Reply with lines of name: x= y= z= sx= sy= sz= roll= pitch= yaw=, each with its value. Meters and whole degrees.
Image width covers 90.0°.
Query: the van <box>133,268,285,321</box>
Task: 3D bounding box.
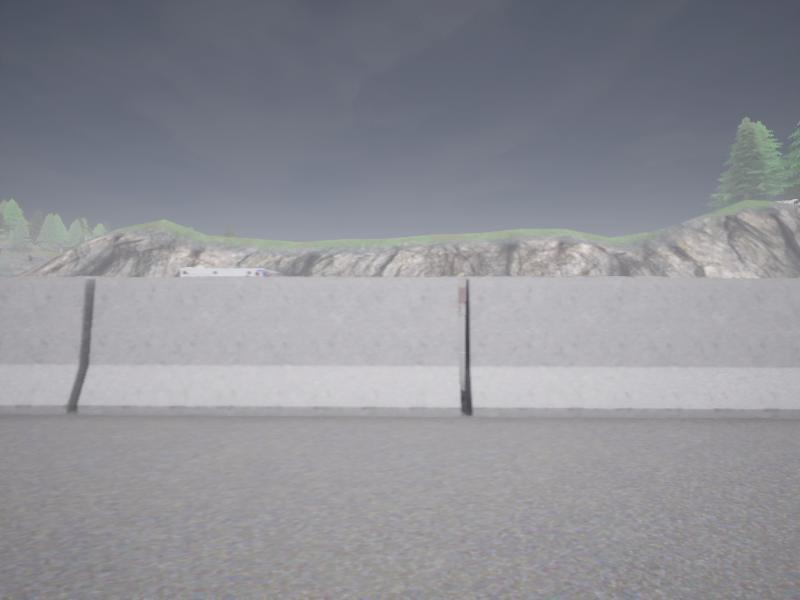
van: x=-9.190 y=-0.246 z=19.700 sx=6.366 sy=2.431 sz=2.351 roll=0 pitch=0 yaw=0

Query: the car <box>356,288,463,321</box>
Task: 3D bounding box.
car: x=0.428 y=0.222 z=19.701 sx=5.008 sy=1.535 sz=1.882 roll=0 pitch=0 yaw=0
